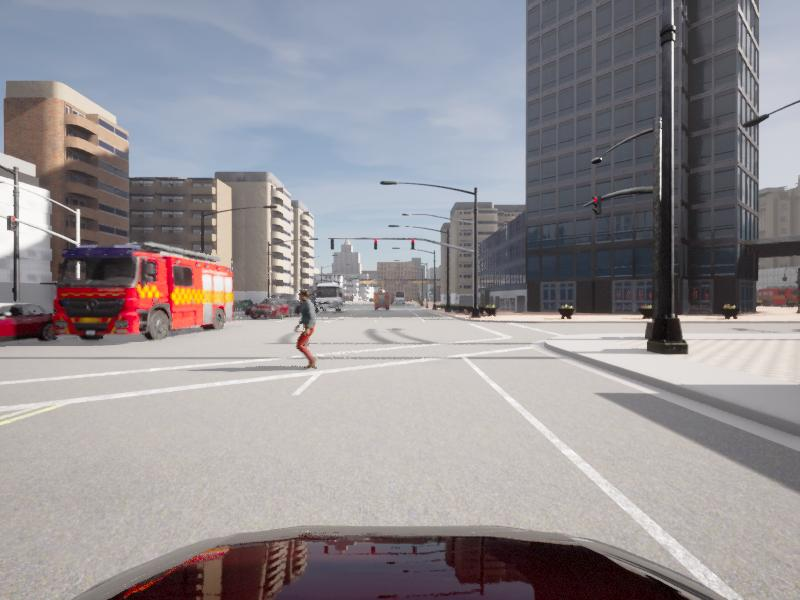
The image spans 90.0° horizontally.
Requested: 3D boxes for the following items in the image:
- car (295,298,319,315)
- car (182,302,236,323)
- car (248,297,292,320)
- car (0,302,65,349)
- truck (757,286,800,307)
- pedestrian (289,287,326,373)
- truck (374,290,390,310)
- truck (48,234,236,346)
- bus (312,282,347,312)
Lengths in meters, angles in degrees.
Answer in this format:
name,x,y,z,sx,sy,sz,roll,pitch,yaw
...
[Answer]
name,x,y,z,sx,sy,sz,roll,pitch,yaw
car,-10.517,0.704,45.563,1.905,1.878,3.866,0,-1,0
car,-13.997,0.872,29.638,1.994,1.385,4.181,0,0,0
car,-10.474,0.666,32.618,2.097,1.767,4.553,0,0,-1
car,-14.001,0.841,13.633,1.970,1.475,3.806,0,0,0
truck,71.877,-0.664,74.837,2.891,3.827,8.468,0,0,2
pedestrian,-2.094,0.639,9.053,0.751,1.860,0.751,0,0,-18
truck,-3.501,0.075,80.377,2.891,3.827,8.468,0,-1,0
truck,-10.509,-0.347,17.807,2.891,3.827,8.468,0,0,0
bus,-10.519,-0.320,60.990,3.944,4.253,10.273,0,-1,-3
